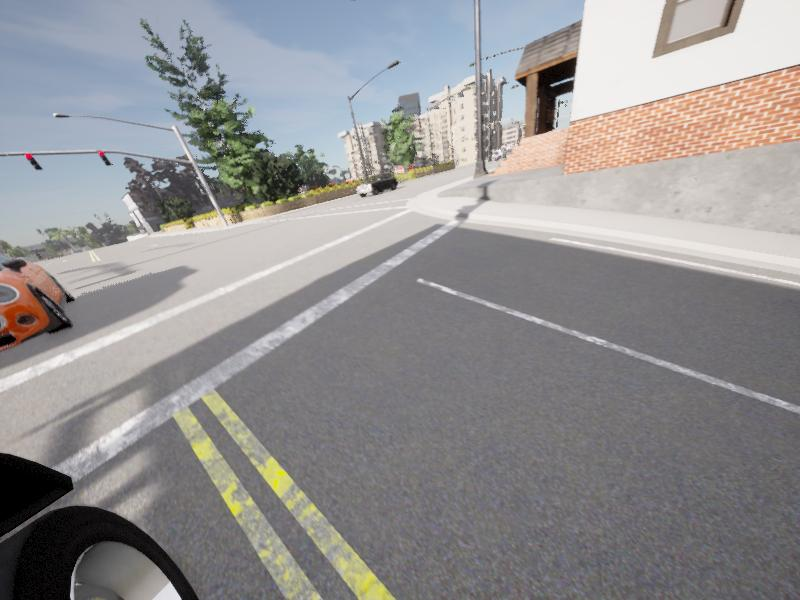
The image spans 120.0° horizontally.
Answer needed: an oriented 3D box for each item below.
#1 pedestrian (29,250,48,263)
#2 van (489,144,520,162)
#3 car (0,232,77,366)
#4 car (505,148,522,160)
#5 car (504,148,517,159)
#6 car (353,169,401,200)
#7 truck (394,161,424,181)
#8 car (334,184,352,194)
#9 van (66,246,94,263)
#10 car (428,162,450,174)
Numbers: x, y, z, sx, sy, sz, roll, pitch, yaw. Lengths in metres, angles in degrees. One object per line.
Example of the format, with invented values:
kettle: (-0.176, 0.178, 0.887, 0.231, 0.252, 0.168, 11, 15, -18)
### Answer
pedestrian: (-57.903, -6.967, 37.040, 0.751, 1.860, 0.751, 13, 37, 40)
van: (25.431, -35.896, 56.489, 6.366, 2.431, 2.351, -11, 28, 4)
car: (-7.908, 0.007, 3.984, 4.553, 1.767, 2.097, 11, 36, 36)
car: (22.813, -29.388, 46.450, 2.038, 1.542, 4.974, 10, 35, 36)
car: (24.816, -32.834, 51.898, 1.851, 1.617, 3.988, -5, 29, 14)
car: (-2.178, -11.570, 23.056, 1.932, 1.855, 4.605, 10, 35, 36)
truck: (2.723, -39.417, 70.748, 8.468, 3.827, 2.891, 11, 36, 37)
car: (-20.869, -40.656, 84.537, 5.566, 2.045, 2.150, -26, 31, -25)
van: (-75.312, -10.680, 54.562, 6.366, 2.431, 2.351, -2, 27, 42)
car: (11.072, -37.076, 64.940, 5.566, 2.045, 2.150, 11, 36, 37)
